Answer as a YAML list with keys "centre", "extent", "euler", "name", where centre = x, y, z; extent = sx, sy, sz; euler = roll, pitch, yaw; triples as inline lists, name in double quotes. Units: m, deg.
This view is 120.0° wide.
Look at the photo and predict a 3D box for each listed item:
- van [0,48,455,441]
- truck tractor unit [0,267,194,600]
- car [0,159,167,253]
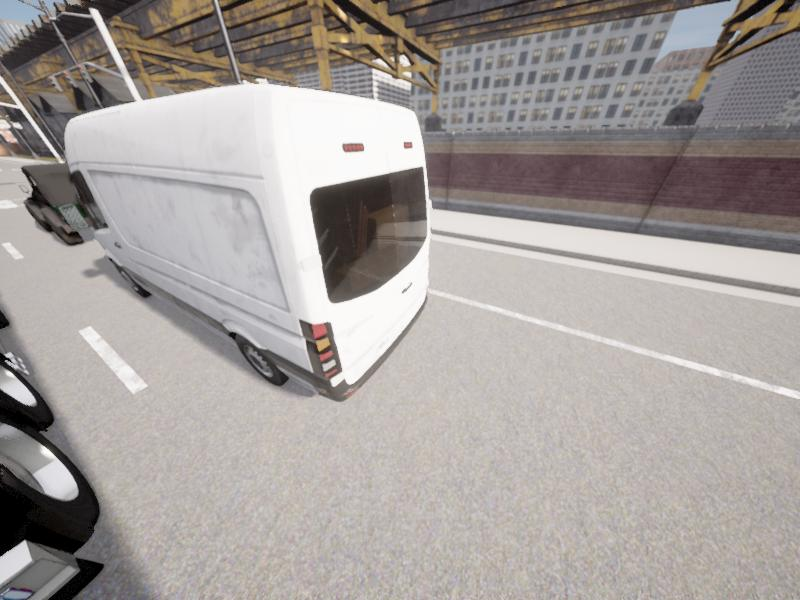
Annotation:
- centre: [-2.549, -1.044, 3.370]
  extent: [5.915, 2.561, 1.988]
  euler: [18, 39, 24]
  name: "van"
- centre: [-5.119, -0.287, 0.837]
  extent: [6.516, 4.208, 3.053]
  euler: [17, 37, 25]
  name: "truck tractor unit"
- centre: [-9.485, -2.994, 6.857]
  extent: [3.866, 1.878, 1.905]
  euler: [18, 39, 24]
  name: "car"
